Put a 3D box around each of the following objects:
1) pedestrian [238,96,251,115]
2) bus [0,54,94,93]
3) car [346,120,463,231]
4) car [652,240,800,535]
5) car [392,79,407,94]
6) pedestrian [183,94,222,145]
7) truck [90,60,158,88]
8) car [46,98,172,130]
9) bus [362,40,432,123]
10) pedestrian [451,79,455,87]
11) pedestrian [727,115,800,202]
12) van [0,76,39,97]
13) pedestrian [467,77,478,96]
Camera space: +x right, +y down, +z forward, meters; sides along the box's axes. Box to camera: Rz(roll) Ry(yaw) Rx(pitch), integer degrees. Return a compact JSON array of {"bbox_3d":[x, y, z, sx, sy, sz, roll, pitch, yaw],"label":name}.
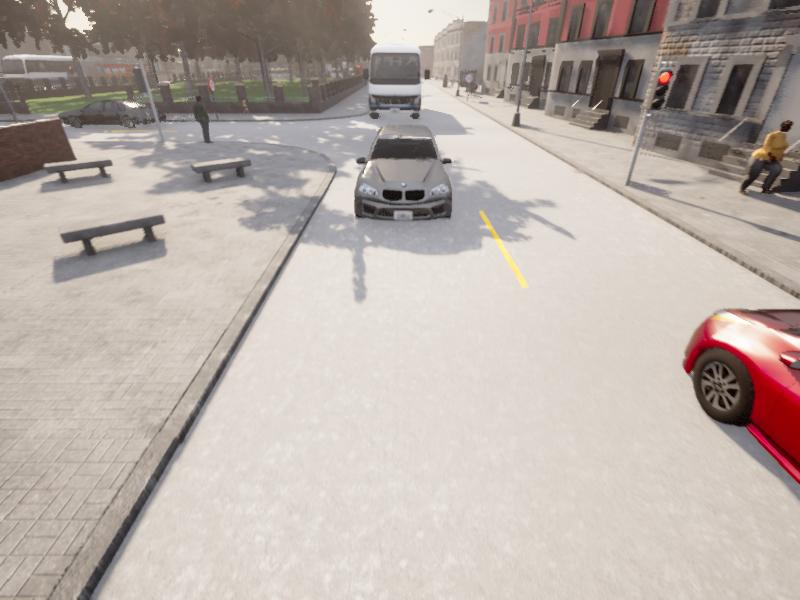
[{"bbox_3d":[-10.649,-13.283,27.345,0.500,1.100,0.500,0,30,0],"label":"pedestrian"},{"bbox_3d":[-48.777,-31.302,55.275,3.944,4.253,10.273,3,30,5],"label":"bus"},{"bbox_3d":[0.122,-3.360,10.081,2.242,1.667,4.611,1,30,1],"label":"car"},{"bbox_3d":[3.997,1.205,2.424,2.007,1.525,4.514,0,30,0],"label":"car"},{"bbox_3d":[-0.094,-29.530,55.251,1.930,1.638,5.238,0,30,0],"label":"car"},{"bbox_3d":[-8.306,-7.612,16.887,0.751,1.860,0.751,11,32,18],"label":"pedestrian"},{"bbox_3d":[-45.902,-37.930,67.010,2.891,3.827,8.468,16,34,24],"label":"truck"},{"bbox_3d":[-16.308,-10.572,22.676,5.357,1.411,2.033,1,30,1],"label":"car"},{"bbox_3d":[-0.028,-15.362,28.032,3.944,4.253,10.273,1,30,1],"label":"bus"},{"bbox_3d":[8.271,-33.988,62.716,0.500,1.100,0.500,0,30,-1],"label":"pedestrian"},{"bbox_3d":[9.060,-3.457,9.803,0.751,1.860,0.751,-4,31,-7],"label":"pedestrian"},{"bbox_3d":[-45.180,-24.979,46.705,1.775,1.987,4.442,-1,30,-2],"label":"van"},{"bbox_3d":[7.965,-23.520,44.081,0.751,1.860,0.751,-5,31,-9],"label":"pedestrian"}]
